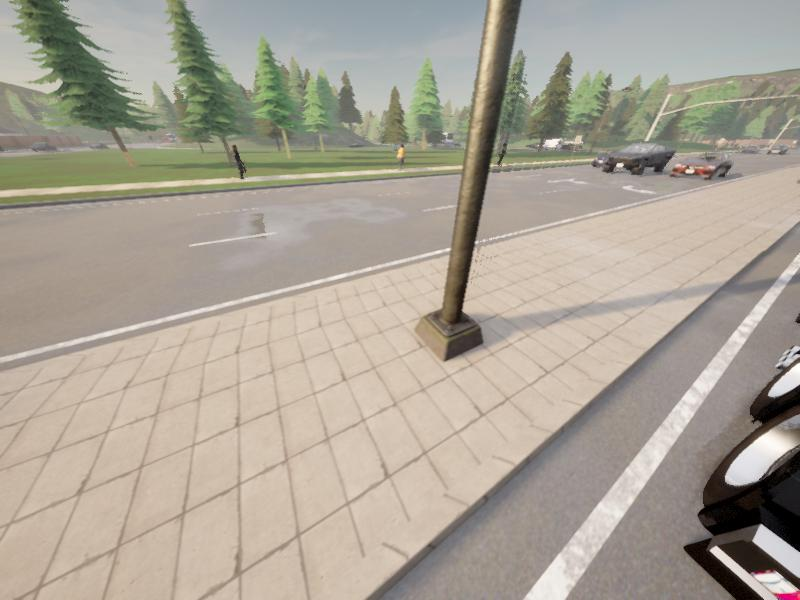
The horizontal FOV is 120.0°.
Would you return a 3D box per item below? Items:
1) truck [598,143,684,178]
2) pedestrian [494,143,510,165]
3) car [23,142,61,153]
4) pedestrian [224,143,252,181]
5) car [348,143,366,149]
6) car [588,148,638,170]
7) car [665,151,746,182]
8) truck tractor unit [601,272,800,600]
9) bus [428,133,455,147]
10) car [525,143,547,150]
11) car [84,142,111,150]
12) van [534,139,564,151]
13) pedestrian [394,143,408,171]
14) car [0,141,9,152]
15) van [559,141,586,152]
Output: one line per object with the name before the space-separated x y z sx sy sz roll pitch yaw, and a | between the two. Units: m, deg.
truck | 19.617 -11.503 18.838 6.274 2.098 2.390 -18 39 -24
pedestrian | 10.242 -14.662 23.202 0.751 1.860 0.751 -17 38 -23
car | -66.994 -28.694 43.375 1.837 1.490 4.892 -18 39 -24
pedestrian | -9.648 -8.235 13.814 0.751 1.860 0.751 -18 39 -24
car | -12.575 -45.267 67.779 4.718 1.301 1.895 -28 44 -34
car | 21.160 -14.100 23.011 3.988 1.617 1.851 -18 39 -24
car | 22.414 -9.905 16.982 5.027 1.651 2.152 -18 39 -24
truck tractor unit | 5.123 -0.289 0.763 6.516 4.208 3.053 -18 39 -23
bus | 15.193 -59.330 85.611 3.944 4.253 10.273 -17 39 -24
car | 39.833 -45.265 67.894 1.930 1.638 5.238 -17 39 -24
car | -69.862 -35.682 53.442 2.128 1.511 4.902 -18 39 -24
van | 37.803 -39.506 58.781 1.988 2.561 5.915 -17 39 -24
pedestrian | 0.075 -11.291 18.280 0.751 1.860 0.751 -17 38 -23
car | -73.080 -26.961 40.369 2.150 2.045 5.566 -18 39 -24
van | 42.782 -38.247 57.491 2.069 2.038 4.480 -17 39 -24
